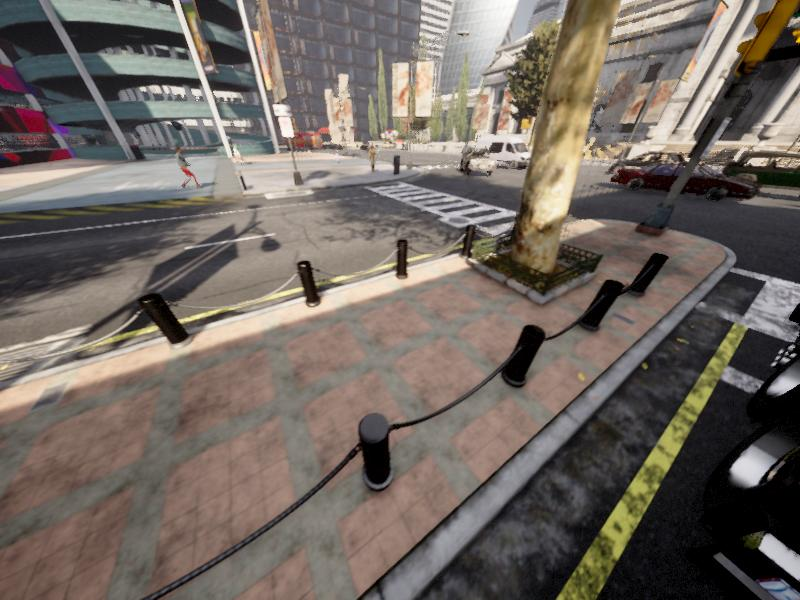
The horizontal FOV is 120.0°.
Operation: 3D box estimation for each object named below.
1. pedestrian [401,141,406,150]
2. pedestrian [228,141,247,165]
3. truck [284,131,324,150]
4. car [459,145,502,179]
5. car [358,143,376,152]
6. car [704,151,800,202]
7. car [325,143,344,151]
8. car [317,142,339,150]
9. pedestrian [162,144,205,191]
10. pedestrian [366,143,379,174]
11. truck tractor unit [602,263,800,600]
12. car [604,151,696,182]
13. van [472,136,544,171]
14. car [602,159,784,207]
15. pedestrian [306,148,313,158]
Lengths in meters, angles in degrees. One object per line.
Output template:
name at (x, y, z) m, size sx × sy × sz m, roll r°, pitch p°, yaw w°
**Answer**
pedestrian at (0.741, -36.066, 53.866) m, size 0.751 × 1.860 × 0.751 m, roll -23°, pitch 41°, yaw -30°
pedestrian at (-15.298, -13.820, 21.781) m, size 0.751 × 1.860 × 0.751 m, roll -29°, pitch 44°, yaw -35°
truck at (-23.994, -39.889, 57.732) m, size 8.468 × 3.827 × 2.891 m, roll 9°, pitch 36°, yaw 12°
car at (6.031, -10.849, 17.984) m, size 1.932 × 1.855 × 4.605 m, roll 4°, pitch 35°, yaw 3°
car at (-7.018, -32.431, 49.151) m, size 1.789 × 1.549 × 3.705 m, roll -27°, pitch 43°, yaw -34°
car at (18.551, -6.062, 11.208) m, size 1.905 × 1.878 × 3.866 m, roll -19°, pitch 39°, yaw -26°
car at (-15.610, -36.405, 54.952) m, size 4.181 × 1.385 × 1.994 m, roll 20°, pitch 40°, yaw 26°
car at (-18.625, -39.811, 59.756) m, size 4.902 × 1.511 × 2.128 m, roll 14°, pitch 37°, yaw 18°
pedestrian at (-10.267, -6.317, 11.048) m, size 0.751 × 1.860 × 0.751 m, roll -17°, pitch 39°, yaw -23°
pedestrian at (-1.983, -10.288, 16.820) m, size 0.751 × 1.860 × 0.751 m, roll -6°, pitch 35°, yaw -9°
truck tractor unit at (5.107, -0.306, 0.782) m, size 6.516 × 4.208 × 3.053 m, roll -18°, pitch 39°, yaw -24°
car at (18.282, -10.027, 17.147) m, size 1.851 × 1.617 × 3.988 m, roll -19°, pitch 39°, yaw -26°
van at (10.080, -14.248, 22.328) m, size 1.988 × 2.561 × 5.915 m, roll -19°, pitch 39°, yaw -26°
car at (14.155, -6.145, 11.724) m, size 2.033 × 1.411 × 5.357 m, roll -19°, pitch 39°, yaw -26°
pedestrian at (-12.032, -19.557, 30.713) m, size 0.500 × 1.100 × 0.500 m, roll -16°, pitch 38°, yaw -21°
